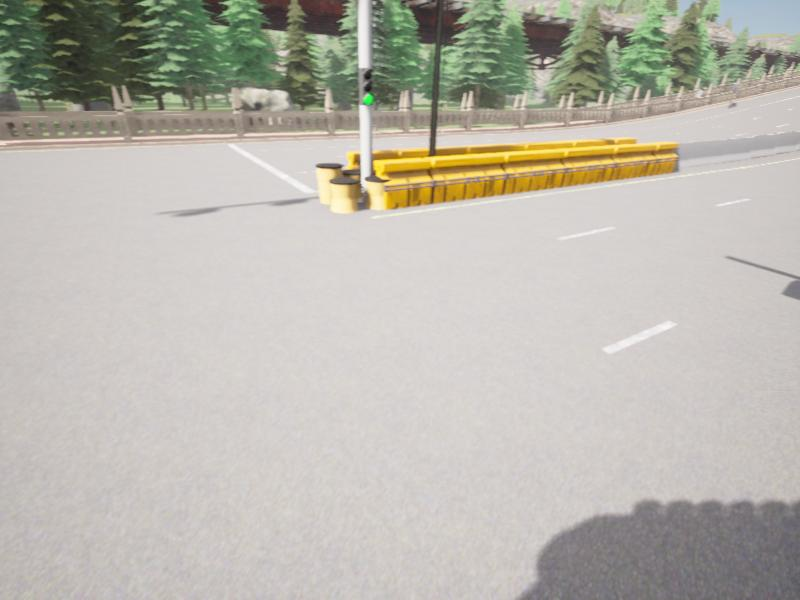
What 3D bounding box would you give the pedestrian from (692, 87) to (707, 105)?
[{"bbox_3d":[36.661,-24.967,48.996,0.751,1.860,0.751,-14,31,-27],"label":"pedestrian"}]
